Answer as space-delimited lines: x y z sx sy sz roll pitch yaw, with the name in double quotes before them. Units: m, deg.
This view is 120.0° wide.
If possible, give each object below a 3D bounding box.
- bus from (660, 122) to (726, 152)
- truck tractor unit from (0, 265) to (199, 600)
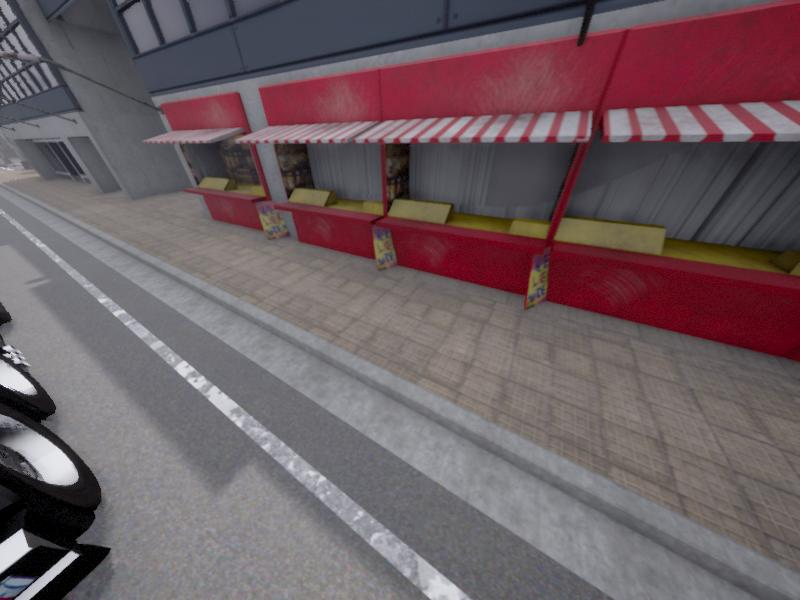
"bus" 55.755 -31.345 44.606 3.944 4.253 10.273 17 39 24
"truck tractor unit" -5.152 -0.250 0.785 6.516 4.208 3.053 17 40 25
